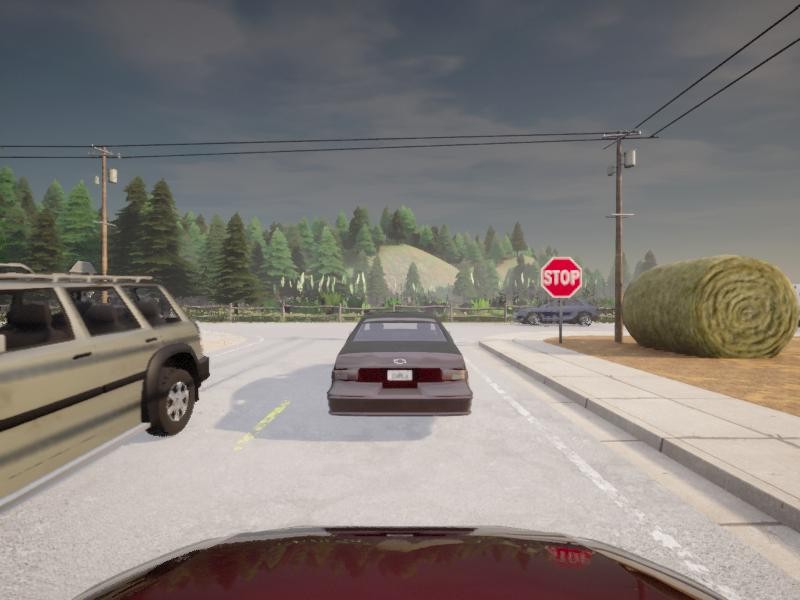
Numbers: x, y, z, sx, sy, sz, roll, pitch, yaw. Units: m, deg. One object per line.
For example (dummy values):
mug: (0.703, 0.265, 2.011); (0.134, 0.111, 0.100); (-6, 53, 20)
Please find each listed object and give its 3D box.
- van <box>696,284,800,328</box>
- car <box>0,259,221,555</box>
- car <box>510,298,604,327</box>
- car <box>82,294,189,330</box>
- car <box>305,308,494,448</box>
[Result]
van: (21.394, 0.325, 23.402); (6.366, 2.431, 2.351); (0, 0, 3)
car: (-3.475, 0.638, 3.263); (1.932, 1.855, 4.605); (0, 3, 0)
car: (9.300, 0.724, 23.979); (4.856, 1.649, 2.033); (0, 0, 3)
car: (-14.130, 0.601, 21.526); (4.605, 1.855, 1.932); (0, 0, 5)
car: (-0.001, 0.889, 6.985); (2.033, 1.411, 5.357); (0, 0, 0)
